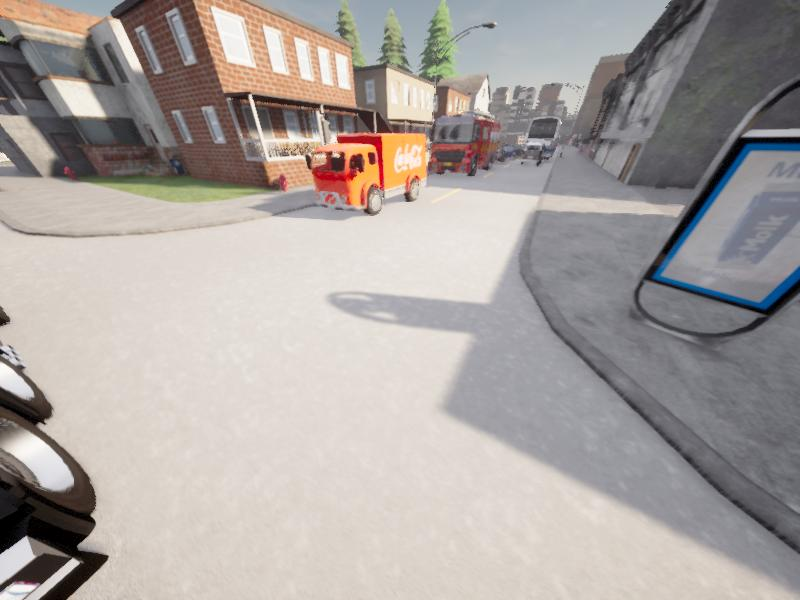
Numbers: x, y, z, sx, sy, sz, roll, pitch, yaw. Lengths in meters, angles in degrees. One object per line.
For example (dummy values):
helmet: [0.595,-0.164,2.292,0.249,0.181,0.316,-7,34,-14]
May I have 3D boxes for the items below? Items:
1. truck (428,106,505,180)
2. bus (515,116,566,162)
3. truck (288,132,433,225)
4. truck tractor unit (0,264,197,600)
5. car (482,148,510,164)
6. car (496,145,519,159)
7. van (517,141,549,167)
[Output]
truck: [5.390,-12.155,18.066,2.891,3.827,8.468,18,39,25]
bus: [18.409,-20.853,30.069,3.944,4.253,10.273,18,39,24]
truck: [-1.054,-5.161,9.242,2.627,2.467,5.204,18,40,25]
truck tractor unit: [-5.114,-0.298,0.778,6.516,4.208,3.053,18,39,24]
car: [11.358,-17.082,27.241,1.994,1.385,4.181,18,39,24]
car: [15.248,-21.020,32.713,1.882,1.535,5.008,18,39,25]
van: [13.961,-15.383,24.187,2.069,2.038,4.480,18,39,24]
